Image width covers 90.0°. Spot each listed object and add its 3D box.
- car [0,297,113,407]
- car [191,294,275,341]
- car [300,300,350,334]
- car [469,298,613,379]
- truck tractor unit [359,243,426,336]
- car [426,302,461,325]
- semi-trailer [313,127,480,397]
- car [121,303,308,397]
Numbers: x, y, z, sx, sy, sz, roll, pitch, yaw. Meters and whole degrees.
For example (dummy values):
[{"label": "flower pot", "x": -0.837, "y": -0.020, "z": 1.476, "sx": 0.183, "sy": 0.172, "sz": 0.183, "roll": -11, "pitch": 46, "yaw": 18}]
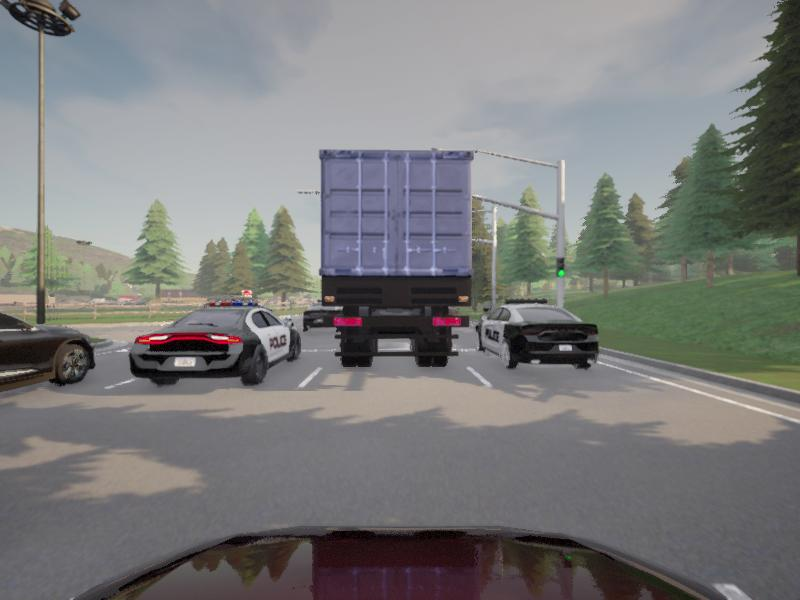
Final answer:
[{"label": "car", "x": -7.043, "y": 0.787, "z": 6.018, "sx": 2.033, "sy": 1.649, "sz": 4.856, "roll": 0, "pitch": 0, "yaw": -1}, {"label": "car", "x": -7.335, "y": 0.676, "z": 18.165, "sx": 1.932, "sy": 1.855, "sz": 4.605, "roll": 0, "pitch": 0, "yaw": -1}, {"label": "car", "x": -3.941, "y": 0.797, "z": 21.908, "sx": 1.930, "sy": 1.638, "sz": 5.238, "roll": 0, "pitch": 0, "yaw": -1}, {"label": "car", "x": 3.341, "y": 0.784, "z": 10.813, "sx": 1.930, "sy": 1.638, "sz": 5.238, "roll": 0, "pitch": 0, "yaw": -1}, {"label": "truck tractor unit", "x": -0.432, "y": -0.495, "z": 21.581, "sx": 3.053, "sy": 4.208, "sz": 6.516, "roll": 0, "pitch": 0, "yaw": -1}, {"label": "car", "x": 2.910, "y": 0.903, "z": 27.840, "sx": 1.812, "sy": 1.442, "sz": 4.674, "roll": 0, "pitch": 0, "yaw": -1}, {"label": "semi-trailer", "x": -0.230, "y": -0.600, "z": 13.670, "sx": 2.717, "sy": 4.402, "sz": 14.254, "roll": 0, "pitch": 0, "yaw": -1}, {"label": "car", "x": -3.618, "y": 0.836, "z": 9.066, "sx": 2.038, "sy": 1.542, "sz": 4.974, "roll": 0, "pitch": 0, "yaw": -1}]
